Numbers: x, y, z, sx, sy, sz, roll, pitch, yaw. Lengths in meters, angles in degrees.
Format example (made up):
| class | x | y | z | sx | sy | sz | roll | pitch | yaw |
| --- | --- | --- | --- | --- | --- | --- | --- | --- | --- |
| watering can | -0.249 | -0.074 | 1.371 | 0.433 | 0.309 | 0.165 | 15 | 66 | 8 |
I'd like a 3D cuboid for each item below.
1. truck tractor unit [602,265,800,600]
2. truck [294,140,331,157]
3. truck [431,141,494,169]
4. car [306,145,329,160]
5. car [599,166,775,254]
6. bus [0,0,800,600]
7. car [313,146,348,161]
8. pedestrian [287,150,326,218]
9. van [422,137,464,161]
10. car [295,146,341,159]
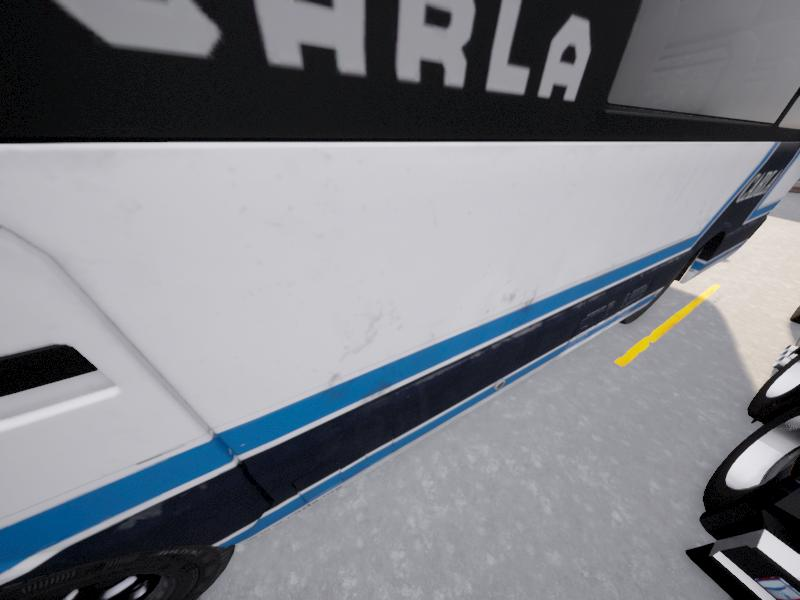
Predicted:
| class | x | y | z | sx | sy | sz | roll | pitch | yaw |
| --- | --- | --- | --- | --- | --- | --- | --- | --- | --- |
| truck tractor unit | 5.111 | -0.300 | 0.780 | 6.516 | 4.208 | 3.053 | -18 | 39 | -24 |
| truck | -12.915 | -22.383 | 34.137 | 4.478 | 2.038 | 2.069 | -18 | 39 | -24 |
| truck | 6.116 | -14.954 | 23.675 | 2.390 | 2.098 | 6.274 | -18 | 39 | -24 |
| car | -11.143 | -20.004 | 31.154 | 1.789 | 1.547 | 3.705 | -18 | 39 | -24 |
| car | 8.773 | -3.027 | 7.084 | 4.902 | 1.511 | 2.128 | -20 | 40 | -27 |
| bus | 0.980 | -1.488 | 2.421 | 10.273 | 4.253 | 3.944 | -17 | 38 | -23 |
| car | -8.458 | -17.931 | 28.215 | 3.633 | 1.501 | 1.845 | -18 | 39 | -24 |
| pedestrian | -2.961 | -3.759 | 7.524 | 0.751 | 1.860 | 0.751 | -8 | 36 | -12 |
| van | 5.588 | -20.389 | 31.088 | 1.988 | 2.561 | 5.915 | -18 | 39 | -24 |
| car | -11.115 | -20.103 | 31.422 | 5.357 | 1.415 | 2.033 | -18 | 39 | -24 |
